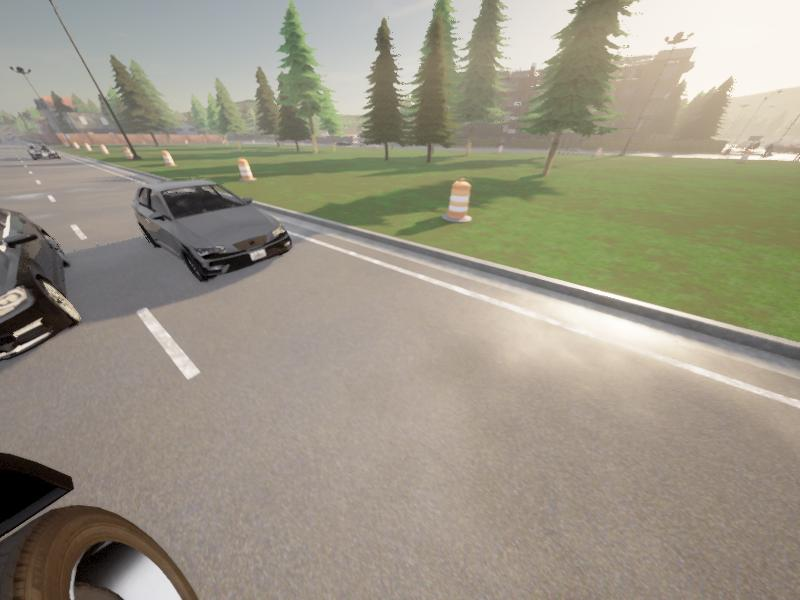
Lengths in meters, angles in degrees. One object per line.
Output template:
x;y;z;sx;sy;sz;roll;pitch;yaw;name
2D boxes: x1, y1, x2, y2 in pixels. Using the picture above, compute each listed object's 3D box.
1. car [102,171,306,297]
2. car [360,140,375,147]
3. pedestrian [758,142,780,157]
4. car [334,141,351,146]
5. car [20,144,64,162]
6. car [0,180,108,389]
-4.346;-1.790;5.133;4.193;1.474;1.816;22;41;28;car
-9.302;-44.949;66.190;3.633;1.501;1.845;23;41;28;car
55.202;-22.519;34.594;0.751;1.860;0.751;25;42;30;pedestrian
-16.701;-45.436;67.052;4.718;1.301;1.895;23;41;28;car
-38.942;-16.085;25.129;3.806;1.475;1.970;22;41;28;car
-6.402;-0.431;3.160;4.902;1.511;2.128;25;42;31;car
